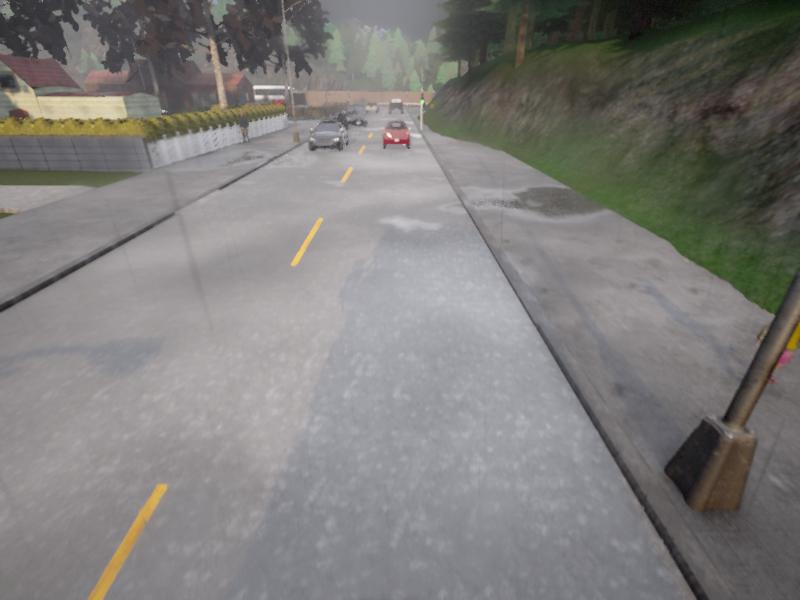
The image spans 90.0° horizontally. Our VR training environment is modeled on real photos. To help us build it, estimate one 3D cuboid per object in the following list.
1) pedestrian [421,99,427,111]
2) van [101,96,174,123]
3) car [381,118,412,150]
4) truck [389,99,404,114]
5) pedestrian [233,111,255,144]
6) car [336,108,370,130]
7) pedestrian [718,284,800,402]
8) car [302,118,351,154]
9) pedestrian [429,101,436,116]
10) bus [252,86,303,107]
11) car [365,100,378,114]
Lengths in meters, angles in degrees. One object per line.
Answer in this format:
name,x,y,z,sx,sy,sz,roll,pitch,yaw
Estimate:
pedestrian,4.275,-34.713,71.257,0.751,1.860,0.751,6,28,11
van,-28.207,-20.603,43.231,5.915,2.561,1.988,0,27,-1
car,-0.222,-10.461,25.067,1.845,1.501,3.633,0,28,-1
truck,-0.606,-31.883,65.759,2.390,2.098,6.274,0,27,-1
pedestrian,-9.597,-10.631,24.649,0.751,1.860,0.751,1,27,1
car,-4.557,-17.519,38.529,2.152,1.651,5.027,-8,29,-17
pedestrian,3.999,0.457,4.237,0.500,1.100,0.500,-5,28,-11
car,-4.210,-9.889,23.913,2.038,1.542,4.974,0,28,-1
pedestrian,4.332,-25.575,53.393,0.751,1.860,0.751,3,28,6
bus,-28.681,-47.891,93.981,10.273,4.253,3.944,0,27,-1
car,-4.603,-31.587,65.392,1.932,1.855,4.605,0,27,-1
